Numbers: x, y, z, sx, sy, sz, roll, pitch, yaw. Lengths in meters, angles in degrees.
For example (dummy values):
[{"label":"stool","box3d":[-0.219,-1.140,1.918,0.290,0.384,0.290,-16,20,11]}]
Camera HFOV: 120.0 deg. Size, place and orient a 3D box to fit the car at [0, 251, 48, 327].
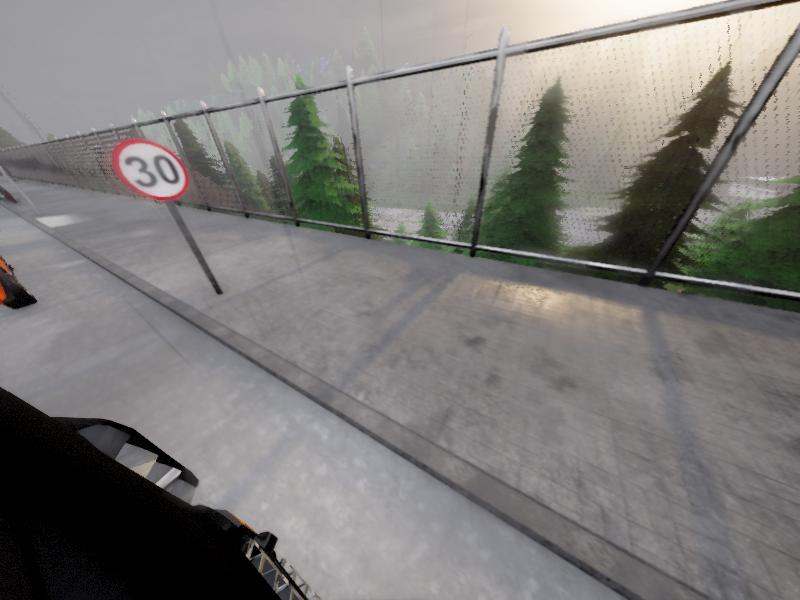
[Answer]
[{"label":"car","box3d":[-8.502,-0.603,3.673,4.553,1.767,2.097,16,38,26]}]
